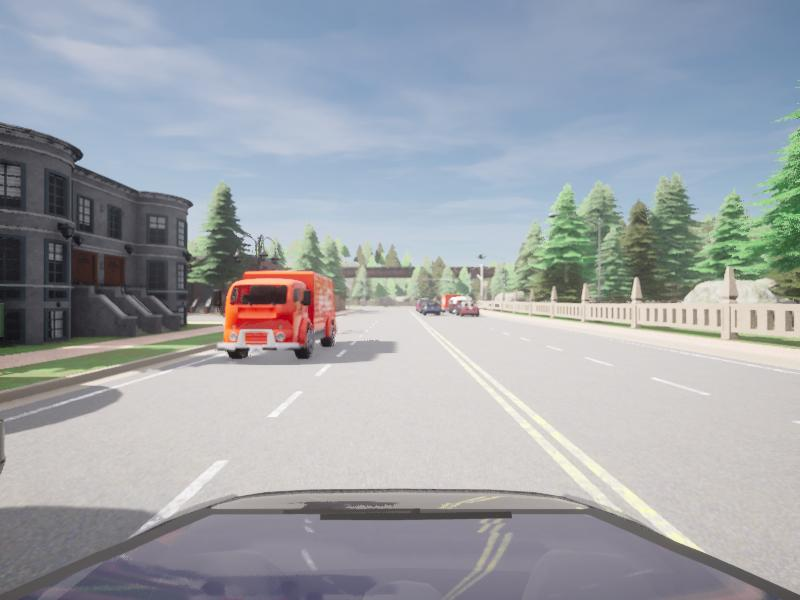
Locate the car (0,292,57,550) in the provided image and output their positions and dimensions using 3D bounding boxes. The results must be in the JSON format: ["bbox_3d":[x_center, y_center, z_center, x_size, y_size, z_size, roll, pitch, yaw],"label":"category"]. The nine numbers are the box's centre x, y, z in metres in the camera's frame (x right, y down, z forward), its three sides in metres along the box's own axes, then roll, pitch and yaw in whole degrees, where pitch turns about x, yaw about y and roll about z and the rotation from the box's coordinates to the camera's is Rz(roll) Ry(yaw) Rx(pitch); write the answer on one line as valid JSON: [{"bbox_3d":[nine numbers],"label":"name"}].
[{"bbox_3d":[-3.504,0.775,0.348,1.930,1.638,5.238,0,0,0],"label":"car"}]

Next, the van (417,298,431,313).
[{"bbox_3d":[3.391,0.762,57.941,1.775,1.987,4.442,0,0,0],"label":"van"}]

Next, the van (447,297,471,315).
[{"bbox_3d":[6.912,0.705,47.324,2.069,2.038,4.480,0,0,0],"label":"van"}]

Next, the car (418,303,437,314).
[{"bbox_3d":[3.407,1.038,50.837,2.033,1.411,5.357,0,0,0],"label":"car"}]

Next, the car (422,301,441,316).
[{"bbox_3d":[3.419,0.913,44.078,1.851,1.617,3.988,0,0,0],"label":"car"}]

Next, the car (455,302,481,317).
[{"bbox_3d":[6.923,0.970,41.074,1.970,1.475,3.806,0,0,0],"label":"car"}]

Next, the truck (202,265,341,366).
[{"bbox_3d":[-3.526,0.396,12.387,2.627,2.467,5.204,0,0,0],"label":"truck"}]

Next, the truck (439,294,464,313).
[{"bbox_3d":[6.901,0.510,54.264,2.627,2.467,5.204,0,0,0],"label":"truck"}]
